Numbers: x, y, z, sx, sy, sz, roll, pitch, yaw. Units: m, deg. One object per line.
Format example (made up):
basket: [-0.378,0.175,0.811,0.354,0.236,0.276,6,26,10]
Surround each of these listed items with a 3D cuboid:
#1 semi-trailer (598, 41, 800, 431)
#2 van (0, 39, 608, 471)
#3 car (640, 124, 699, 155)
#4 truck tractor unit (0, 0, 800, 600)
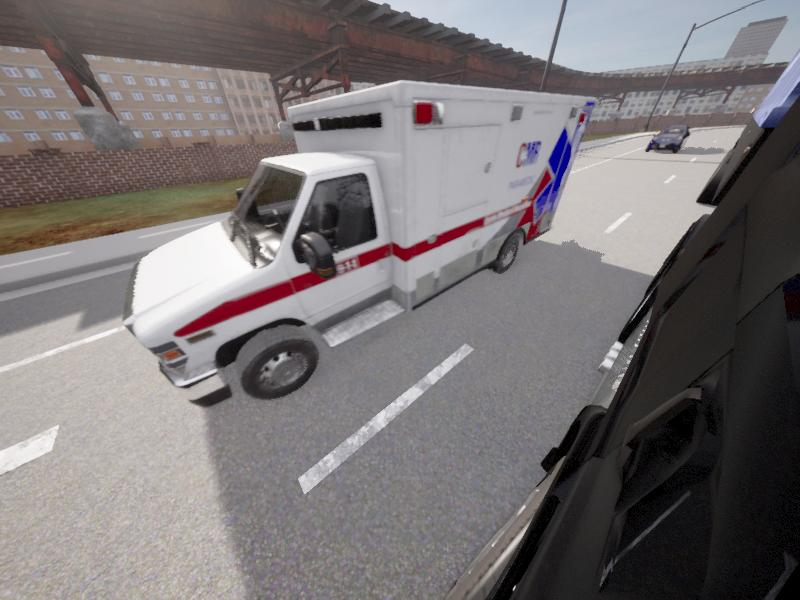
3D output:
semi-trailer: [8.678,-3.626,4.237,14.254,4.402,2.717,-28,44,-30]
van: [0.105,-1.402,3.475,6.366,2.431,2.351,-28,44,-30]
car: [18.667,-11.159,15.989,3.633,1.501,1.845,-29,44,-31]
truck tractor unit: [2.645,-0.295,0.352,6.516,4.208,3.053,-28,44,-30]
